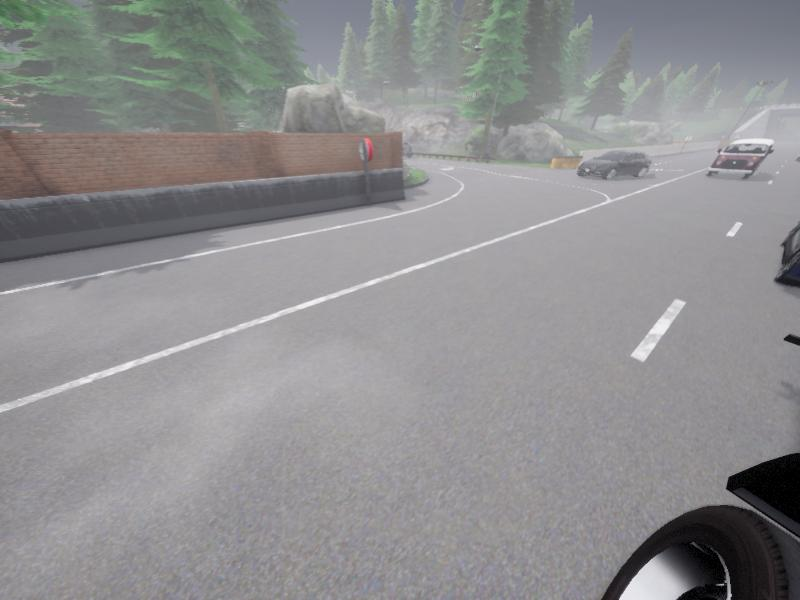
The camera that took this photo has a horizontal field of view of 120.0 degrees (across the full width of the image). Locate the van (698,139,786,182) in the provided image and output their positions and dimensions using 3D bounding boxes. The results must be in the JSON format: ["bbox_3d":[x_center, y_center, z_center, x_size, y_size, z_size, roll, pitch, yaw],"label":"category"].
[{"bbox_3d":[21.536,-8.912,14.586,4.480,2.038,2.069,-22,41,-28],"label":"van"}]

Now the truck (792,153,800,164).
[{"bbox_3d":[40.708,-14.428,21.873,5.204,2.467,2.627,-22,41,-28],"label":"truck"}]

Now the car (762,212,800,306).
[{"bbox_3d":[8.827,-1.102,3.982,4.856,1.649,2.033,-22,41,-28],"label":"car"}]

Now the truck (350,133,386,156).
[{"bbox_3d":[-4.439,-21.547,31.990,2.627,2.467,5.204,-21,40,-27],"label":"truck"}]

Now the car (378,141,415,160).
[{"bbox_3d":[-0.483,-17.881,27.493,2.033,1.649,4.856,-22,40,-27],"label":"car"}]

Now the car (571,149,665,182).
[{"bbox_3d":[13.939,-8.735,14.871,4.892,1.490,1.837,-12,38,-16],"label":"car"}]

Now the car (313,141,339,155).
[{"bbox_3d":[-11.439,-23.464,35.582,2.038,1.542,4.974,-22,40,-27],"label":"car"}]
